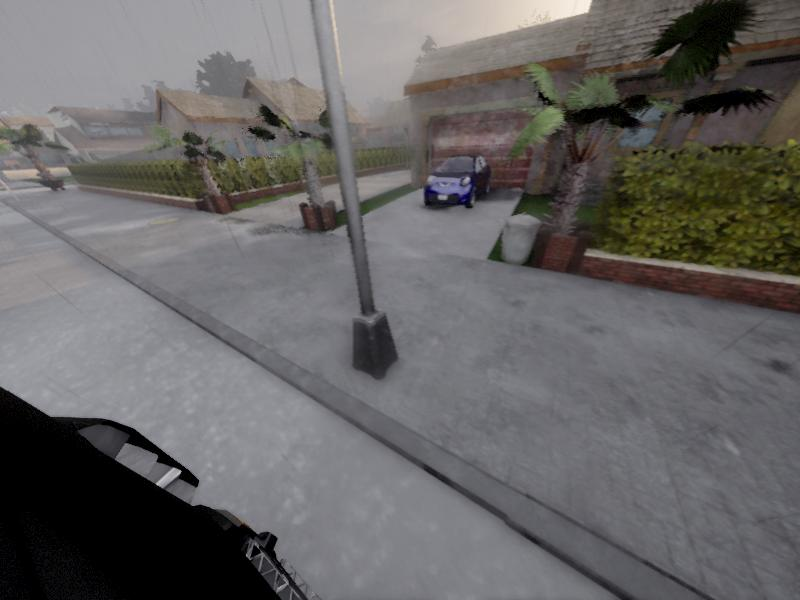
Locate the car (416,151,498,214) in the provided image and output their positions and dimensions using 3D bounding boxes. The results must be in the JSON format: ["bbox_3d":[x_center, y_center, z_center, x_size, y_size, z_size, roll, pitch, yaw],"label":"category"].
[{"bbox_3d":[2.169,-4.420,8.400,1.845,1.501,3.633,14,38,24],"label":"car"}]
